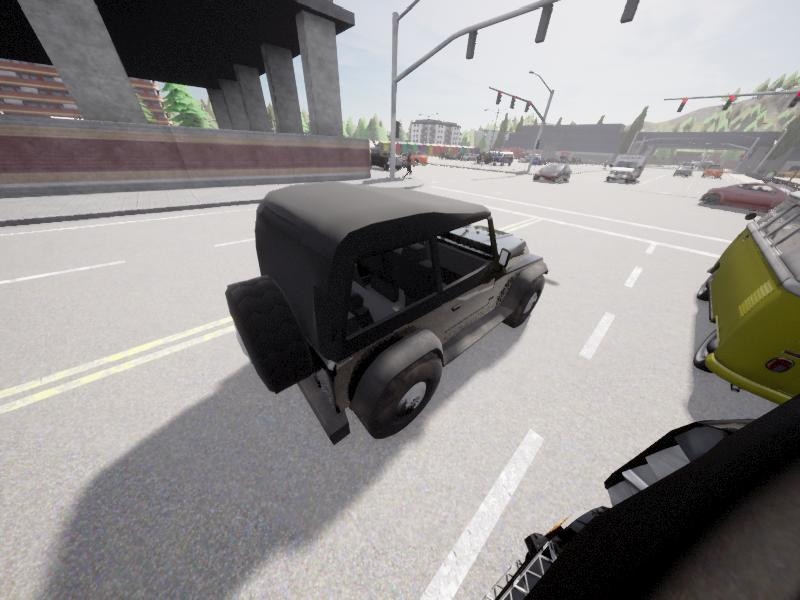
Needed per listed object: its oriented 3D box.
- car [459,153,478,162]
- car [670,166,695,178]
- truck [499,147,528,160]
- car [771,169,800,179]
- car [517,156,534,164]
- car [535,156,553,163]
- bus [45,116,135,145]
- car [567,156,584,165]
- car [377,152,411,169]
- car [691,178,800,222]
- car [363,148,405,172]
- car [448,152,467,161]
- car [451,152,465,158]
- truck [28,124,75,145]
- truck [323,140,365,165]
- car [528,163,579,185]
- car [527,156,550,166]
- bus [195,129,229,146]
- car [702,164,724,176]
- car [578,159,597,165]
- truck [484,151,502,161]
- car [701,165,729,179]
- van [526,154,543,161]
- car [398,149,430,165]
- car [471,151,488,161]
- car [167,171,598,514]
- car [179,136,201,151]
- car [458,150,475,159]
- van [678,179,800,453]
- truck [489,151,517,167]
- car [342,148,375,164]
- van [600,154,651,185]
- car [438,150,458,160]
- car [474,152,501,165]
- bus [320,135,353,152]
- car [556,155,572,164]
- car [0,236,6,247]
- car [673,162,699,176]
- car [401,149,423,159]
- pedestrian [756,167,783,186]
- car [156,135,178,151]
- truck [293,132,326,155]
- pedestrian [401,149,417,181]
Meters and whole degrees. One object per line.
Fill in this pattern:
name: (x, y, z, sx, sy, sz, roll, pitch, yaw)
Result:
car: (14.798, -30.857, 50.034, 3.806, 1.475, 1.970, -24, 42, -35)
car: (47.209, -21.418, 38.546, 5.357, 1.411, 2.033, -25, 42, -35)
truck: (41.499, -53.758, 84.649, 2.891, 3.827, 8.468, -23, 41, -33)
car: (90.186, -28.801, 52.794, 1.801, 1.575, 5.366, -24, 42, -35)
car: (29.943, -33.434, 55.066, 3.806, 1.475, 1.970, -24, 42, -35)
car: (38.220, -37.174, 61.318, 5.357, 1.415, 2.033, -24, 42, -35)
bus: (-65.293, -36.015, 49.428, 10.273, 4.253, 3.944, -24, 42, -35)
car: (46.723, -37.069, 61.377, 4.605, 1.855, 1.932, -24, 42, -35)
car: (-0.823, -17.116, 28.250, 1.816, 1.474, 4.193, -25, 42, -35)
car: (19.169, -5.373, 12.206, 1.994, 1.385, 4.181, -6, 35, -13)
car: (-1.823, -15.031, 24.671, 1.932, 1.855, 4.605, -25, 42, -35)
car: (12.893, -32.154, 51.787, 3.905, 1.438, 1.784, -24, 42, -35)
car: (16.888, -42.136, 67.135, 3.905, 1.438, 1.784, -24, 42, -35)
truck: (-54.984, -26.148, 36.670, 2.615, 2.467, 5.204, -24, 42, -35)
truck: (-7.121, -18.771, 29.365, 2.627, 2.467, 5.204, -25, 42, -35)
car: (14.178, -11.680, 21.229, 4.792, 1.488, 2.163, -24, 42, -35)
car: (28.816, -28.849, 47.940, 4.611, 1.667, 2.242, -24, 42, -35)
bus: (-64.554, -55.882, 79.326, 10.273, 4.253, 3.944, 20, 37, 24)
car: (63.710, -26.539, 47.083, 3.866, 1.878, 1.905, -24, 42, -35)
car: (57.014, -41.881, 70.132, 1.970, 1.475, 3.806, -24, 42, -34)
truck: (24.215, -37.511, 60.168, 4.478, 2.038, 2.069, -24, 42, -35)
car: (53.148, -21.715, 39.086, 4.553, 1.767, 2.097, -24, 42, -35)
van: (48.298, -51.256, 83.021, 2.069, 2.038, 4.480, -23, 41, -33)
car: (1.992, -21.266, 34.426, 2.097, 1.767, 4.553, -25, 42, -35)
car: (19.423, -35.269, 56.601, 3.866, 1.878, 1.905, -24, 42, -35)
car: (0.273, -0.350, 2.784, 3.866, 1.878, 1.905, -24, 42, -35)
car: (-35.279, -26.258, 38.799, 1.905, 1.878, 3.866, -24, 42, -35)
car: (18.756, -41.019, 65.211, 4.605, 1.855, 1.932, -24, 42, -35)
van: (5.426, -0.145, 2.781, 4.442, 1.987, 1.775, -24, 42, -35)
truck: (17.535, -23.973, 39.257, 4.478, 2.038, 2.069, -24, 42, -35)
car: (-5.930, -20.544, 32.877, 1.930, 1.638, 5.238, -25, 42, -35)
van: (23.895, -13.813, 24.375, 6.366, 2.431, 2.351, -25, 43, -36)
car: (11.096, -33.489, 53.282, 4.605, 1.855, 1.932, -24, 42, -35)
car: (15.571, -25.141, 41.039, 4.605, 1.855, 1.932, -24, 42, -35)
bus: (-22.368, -55.323, 81.782, 10.273, 4.253, 3.944, -24, 42, -35)
car: (44.858, -38.354, 63.179, 3.866, 1.878, 1.905, -24, 42, -35)
car: (-10.062, -0.715, 2.790, 4.856, 1.649, 2.033, -24, 42, -35)
car: (52.888, -24.274, 42.697, 5.566, 2.045, 2.150, -24, 42, -35)
car: (2.697, -33.633, 53.171, 4.611, 1.667, 2.242, -24, 42, -35)
pedestrian: (43.217, -14.475, 27.037, 0.751, 1.860, 0.751, -25, 42, -35)
car: (-37.486, -25.262, 37.131, 1.905, 1.878, 3.866, -24, 42, -35)
truck: (-19.120, -33.067, 48.778, 2.891, 3.827, 8.468, -25, 42, -35)
pedestrian: (0.620, -9.408, 16.130, 0.751, 1.860, 0.751, 22, 38, 26)
